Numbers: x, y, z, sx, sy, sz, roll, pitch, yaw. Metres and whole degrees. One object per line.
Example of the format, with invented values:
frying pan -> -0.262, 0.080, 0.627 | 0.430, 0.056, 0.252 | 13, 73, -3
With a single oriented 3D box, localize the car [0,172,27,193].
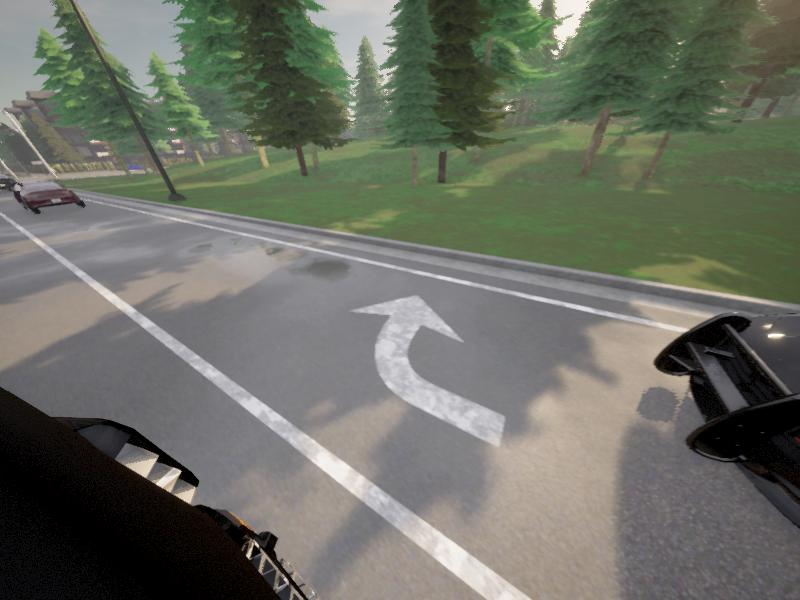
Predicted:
car -> -39.769, -11.693, 22.898 | 5.238, 1.638, 1.930 | 16, 38, 26

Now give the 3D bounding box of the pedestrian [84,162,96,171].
pedestrian -> -74.931, -32.194, 55.841 | 0.751, 1.860, 0.751 | 15, 37, 24

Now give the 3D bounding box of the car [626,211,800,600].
car -> 4.542, 1.059, 0.577 | 5.238, 1.638, 1.930 | 16, 38, 26

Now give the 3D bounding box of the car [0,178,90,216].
car -> -19.895, -5.890, 12.940 | 4.674, 1.442, 1.812 | 16, 38, 26

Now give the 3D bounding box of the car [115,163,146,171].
car -> -63.893, -31.562, 54.804 | 1.816, 1.474, 4.193 | 16, 38, 25
